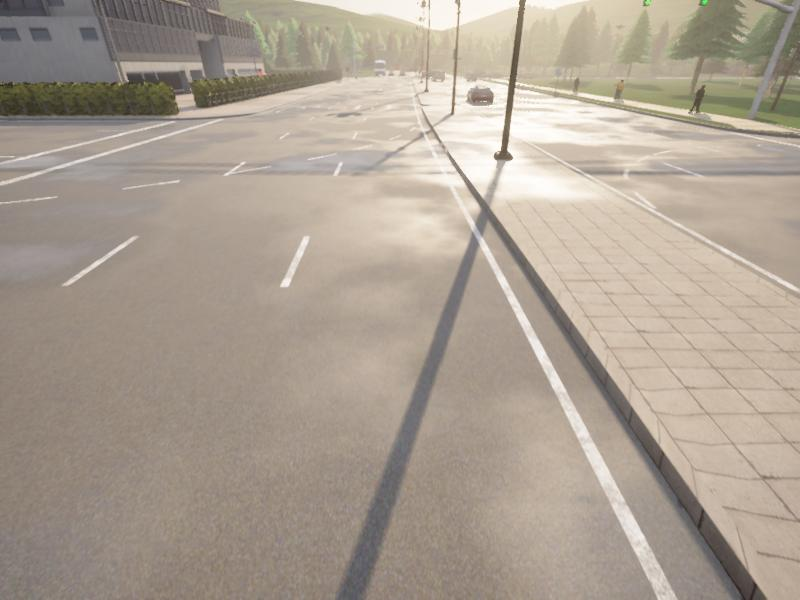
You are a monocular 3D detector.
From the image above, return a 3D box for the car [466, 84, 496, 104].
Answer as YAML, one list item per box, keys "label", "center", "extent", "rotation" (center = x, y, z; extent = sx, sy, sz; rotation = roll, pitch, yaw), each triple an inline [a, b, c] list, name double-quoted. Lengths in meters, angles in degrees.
- label: "car"
  center: [7.637, -19.585, 37.966]
  extent: [1.994, 1.385, 4.181]
  rotation: [0, 30, 1]

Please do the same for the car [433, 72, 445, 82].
- label: "car"
  center: [8.388, -47.775, 85.739]
  extent: [2.152, 1.651, 5.027]
  rotation: [0, 30, 1]

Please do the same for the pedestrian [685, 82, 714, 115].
- label: "pedestrian"
  center: [19.491, -13.102, 26.063]
  extent: [0.751, 1.860, 0.751]
  rotation: [1, 30, 2]

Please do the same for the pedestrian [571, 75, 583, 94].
- label: "pedestrian"
  center: [20.277, -24.689, 45.802]
  extent: [0.751, 1.860, 0.751]
  rotation: [1, 30, 2]

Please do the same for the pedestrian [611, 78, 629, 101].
- label: "pedestrian"
  center: [19.903, -19.054, 36.202]
  extent: [0.751, 1.860, 0.751]
  rotation: [1, 30, 2]
